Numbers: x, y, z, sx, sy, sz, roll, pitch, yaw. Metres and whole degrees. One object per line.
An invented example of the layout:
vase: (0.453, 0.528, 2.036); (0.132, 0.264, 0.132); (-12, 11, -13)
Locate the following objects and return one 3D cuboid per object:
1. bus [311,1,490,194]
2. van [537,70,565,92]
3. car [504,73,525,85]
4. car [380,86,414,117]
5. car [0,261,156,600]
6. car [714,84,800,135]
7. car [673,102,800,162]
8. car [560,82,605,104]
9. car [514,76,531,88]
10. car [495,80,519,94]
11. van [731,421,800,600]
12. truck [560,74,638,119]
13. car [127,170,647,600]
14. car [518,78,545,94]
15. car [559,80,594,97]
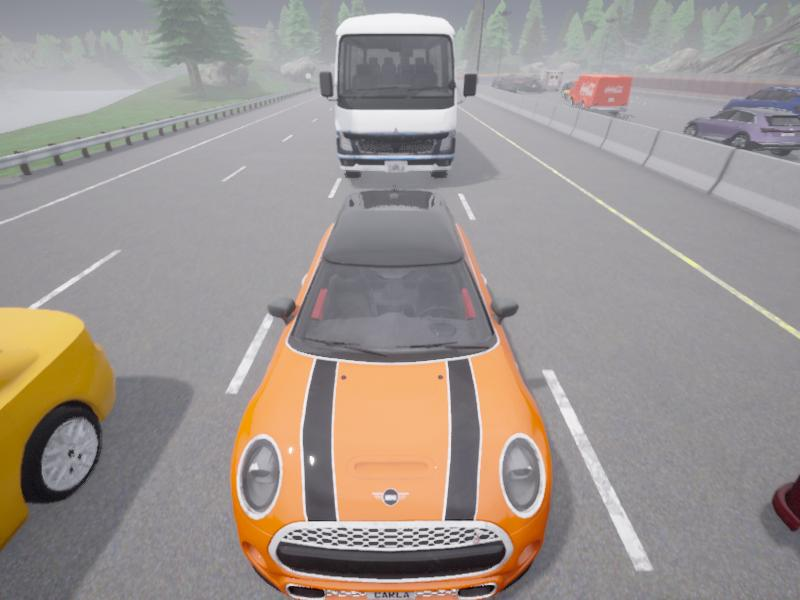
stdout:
bus: (-0.014, -7.350, 14.321); (3.944, 4.253, 10.273); (0, 30, 0)
van: (20.979, -30.626, 55.849); (2.351, 2.431, 6.366); (5, 31, 8)
car: (21.142, -40.705, 73.691); (2.097, 1.767, 4.553); (18, 35, 28)
car: (-0.236, -14.378, 28.866); (2.242, 1.667, 4.611); (0, 30, 0)
car: (-3.549, 1.591, 1.745); (1.882, 1.535, 5.008); (0, 30, 0)
car: (20.812, -10.666, 22.175); (2.150, 2.045, 5.566); (0, 31, 0)
car: (13.854, -6.973, 16.279); (2.033, 1.649, 4.856); (0, 30, 0)
car: (17.195, -19.684, 38.019); (1.801, 1.575, 5.366); (0, 30, 0)
car: (19.738, -35.091, 64.439); (2.007, 1.525, 4.514); (10, 32, 17)
car: (13.621, -27.283, 51.182); (1.994, 1.385, 4.181); (1, 30, 1)
van: (3.457, 1.953, 0.682); (1.775, 1.987, 4.442); (0, 31, 0)
truck: (13.765, -14.452, 28.219); (2.627, 2.467, 5.204); (0, 31, 0)
car: (-0.062, 0.107, 4.025); (2.097, 1.767, 4.553); (0, 30, 0)
car: (17.141, -28.177, 52.538); (2.242, 1.667, 4.611); (2, 30, 3)
car: (20.632, -24.910, 47.022); (1.837, 1.490, 4.892); (0, 30, 0)
